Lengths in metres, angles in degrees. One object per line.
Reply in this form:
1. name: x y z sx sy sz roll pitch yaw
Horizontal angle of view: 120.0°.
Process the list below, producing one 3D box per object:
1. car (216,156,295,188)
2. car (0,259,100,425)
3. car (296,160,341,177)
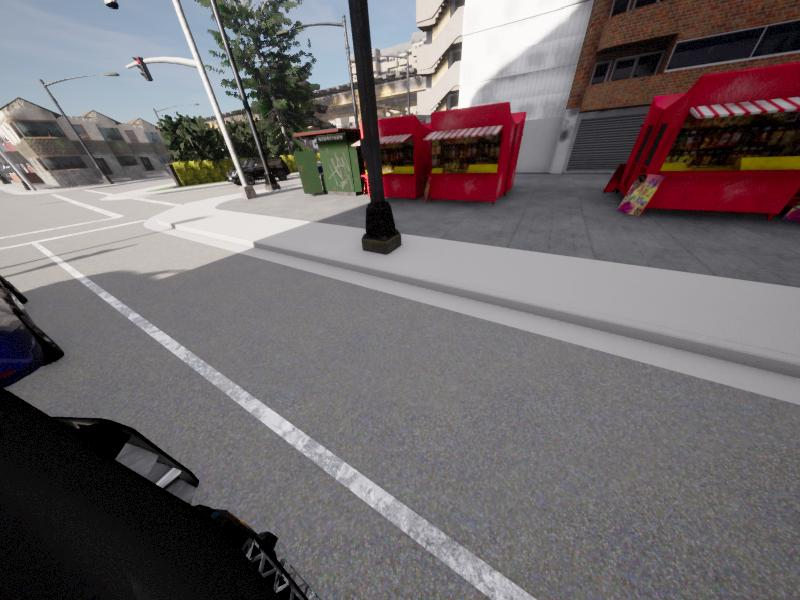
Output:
1. car: -13.016 -11.964 21.371 2.150 2.045 5.566 15 38 27
2. car: -6.372 0.265 2.730 4.792 1.488 2.163 15 38 26
3. car: -9.316 -15.289 26.771 1.895 1.301 4.718 15 38 27
